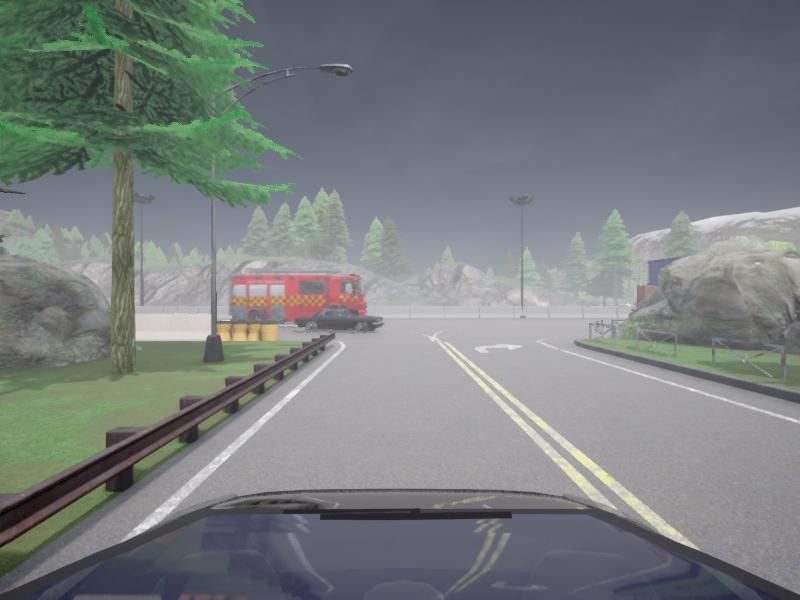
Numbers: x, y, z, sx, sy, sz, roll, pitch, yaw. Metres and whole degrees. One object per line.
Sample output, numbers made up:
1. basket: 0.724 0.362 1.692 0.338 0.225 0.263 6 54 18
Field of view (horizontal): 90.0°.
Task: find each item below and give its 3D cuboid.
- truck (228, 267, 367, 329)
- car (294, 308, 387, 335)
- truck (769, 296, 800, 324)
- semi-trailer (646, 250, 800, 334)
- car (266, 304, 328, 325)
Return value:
1. truck: -6.487 -0.124 26.459 8.468 3.827 2.891 0 0 -1
2. car: -3.255 1.140 22.135 4.718 1.301 1.895 0 0 14
3. truck: 32.565 0.737 30.713 6.274 2.098 2.390 0 0 -1
4. semi-trailer: 21.786 -0.424 23.016 14.254 4.402 2.717 0 0 -6
5. car: -7.644 1.051 29.967 4.193 1.474 1.816 0 0 -1
